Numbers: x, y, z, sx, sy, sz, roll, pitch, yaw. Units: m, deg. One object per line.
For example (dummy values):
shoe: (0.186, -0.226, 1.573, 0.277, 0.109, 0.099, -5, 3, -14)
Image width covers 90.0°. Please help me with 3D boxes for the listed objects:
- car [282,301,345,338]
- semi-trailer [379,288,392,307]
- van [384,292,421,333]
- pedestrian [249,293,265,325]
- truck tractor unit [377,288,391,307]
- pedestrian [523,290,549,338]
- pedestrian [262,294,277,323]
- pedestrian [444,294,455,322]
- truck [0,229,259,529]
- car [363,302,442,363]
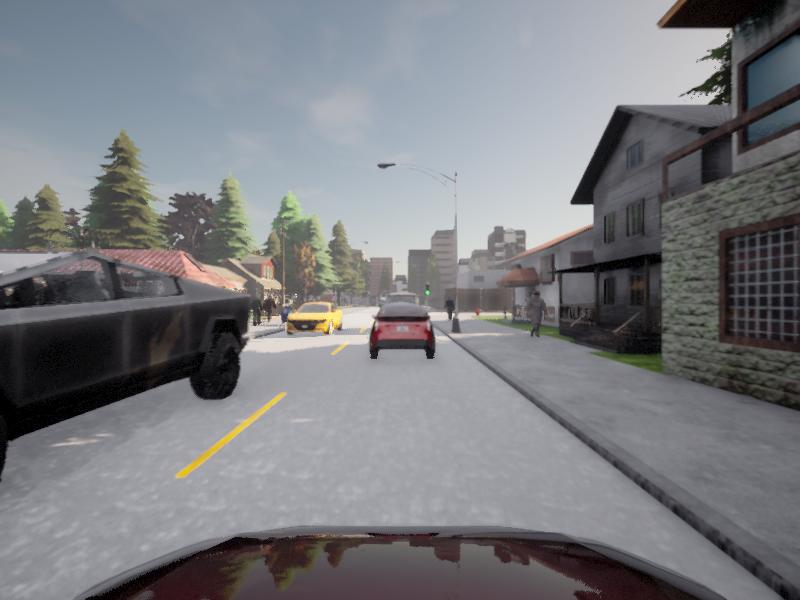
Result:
car: (-3.937, 0.832, 19.183, 1.882, 1.535, 5.008, 0, 0, 1)
semi-trailer: (-3.626, -0.566, 101.832, 2.717, 4.402, 14.254, 0, 0, 0)
van: (0.089, 0.607, 21.641, 1.775, 1.987, 4.442, 0, 0, -1)
pedestrian: (-8.555, 0.545, 23.998, 0.751, 1.860, 0.751, 0, 0, -5)
truck tractor unit: (-3.633, -0.478, 93.922, 3.053, 4.208, 6.516, 0, -1, 0)
pedestrian: (5.333, 0.541, 15.713, 0.751, 1.860, 0.751, 0, 0, -3)
pedestrian: (-8.626, 0.547, 26.514, 0.751, 1.860, 0.751, 0, 0, 2)
pedestrian: (3.417, 0.548, 27.537, 0.751, 1.860, 0.751, 0, 0, 9)
truck: (-3.965, 0.543, 4.586, 2.390, 2.098, 6.274, 0, 0, 1)
car: (0.050, 0.835, 12.396, 2.007, 1.525, 4.514, 0, 0, -1)
